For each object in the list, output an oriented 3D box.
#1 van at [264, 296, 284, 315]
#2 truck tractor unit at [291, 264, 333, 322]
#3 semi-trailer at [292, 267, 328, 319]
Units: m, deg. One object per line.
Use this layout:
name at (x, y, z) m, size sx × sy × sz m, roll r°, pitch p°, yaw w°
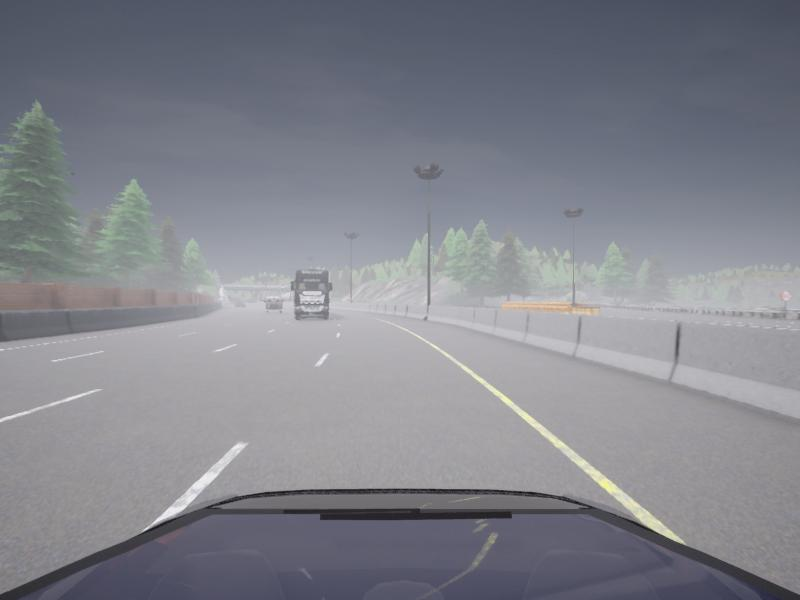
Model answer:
van at (-14.625, 0.614, 46.322) m, size 2.069 × 2.038 × 4.480 m, roll 1°, pitch 0°, yaw -18°
truck tractor unit at (-7.277, -0.492, 32.904) m, size 3.053 × 4.208 × 6.516 m, roll 0°, pitch 0°, yaw -13°
semi-trailer at (-9.374, -0.585, 40.534) m, size 2.717 × 4.402 × 14.254 m, roll 0°, pitch 0°, yaw -16°
